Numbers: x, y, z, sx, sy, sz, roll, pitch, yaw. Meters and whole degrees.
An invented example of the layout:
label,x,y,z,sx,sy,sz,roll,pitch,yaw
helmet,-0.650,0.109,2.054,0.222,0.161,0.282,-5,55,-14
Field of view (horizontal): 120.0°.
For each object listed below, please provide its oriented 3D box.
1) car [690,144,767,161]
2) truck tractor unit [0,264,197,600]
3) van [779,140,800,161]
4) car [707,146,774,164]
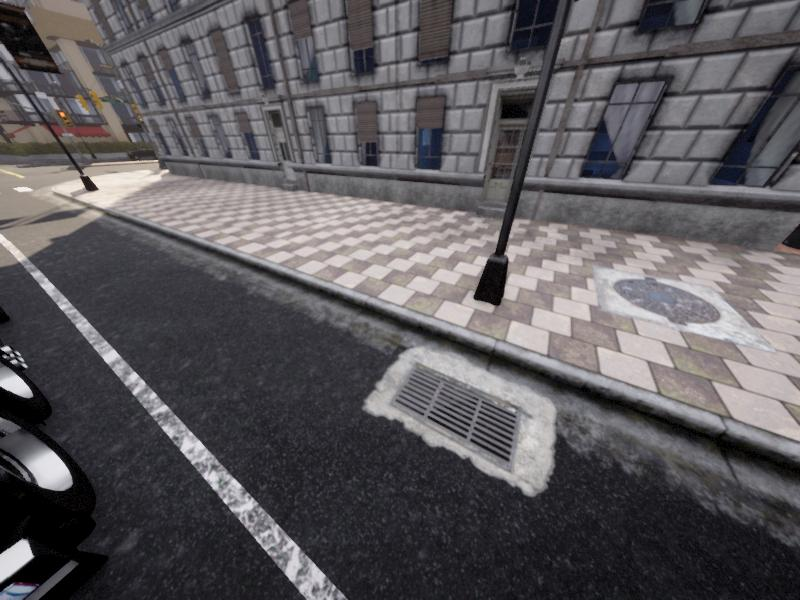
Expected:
label,x,y,z,sx,sy,sz,roll,pitch,yaw
car,41.643,-18.907,29.464,1.801,1.575,5.366,-21,40,-27
truck tractor unit,-5.116,-0.294,0.786,6.516,4.208,3.053,18,39,24
van,47.856,-16.922,26.217,1.775,1.987,4.442,-16,38,-21
car,36.808,-15.811,25.097,1.845,1.501,3.633,-21,40,-27
